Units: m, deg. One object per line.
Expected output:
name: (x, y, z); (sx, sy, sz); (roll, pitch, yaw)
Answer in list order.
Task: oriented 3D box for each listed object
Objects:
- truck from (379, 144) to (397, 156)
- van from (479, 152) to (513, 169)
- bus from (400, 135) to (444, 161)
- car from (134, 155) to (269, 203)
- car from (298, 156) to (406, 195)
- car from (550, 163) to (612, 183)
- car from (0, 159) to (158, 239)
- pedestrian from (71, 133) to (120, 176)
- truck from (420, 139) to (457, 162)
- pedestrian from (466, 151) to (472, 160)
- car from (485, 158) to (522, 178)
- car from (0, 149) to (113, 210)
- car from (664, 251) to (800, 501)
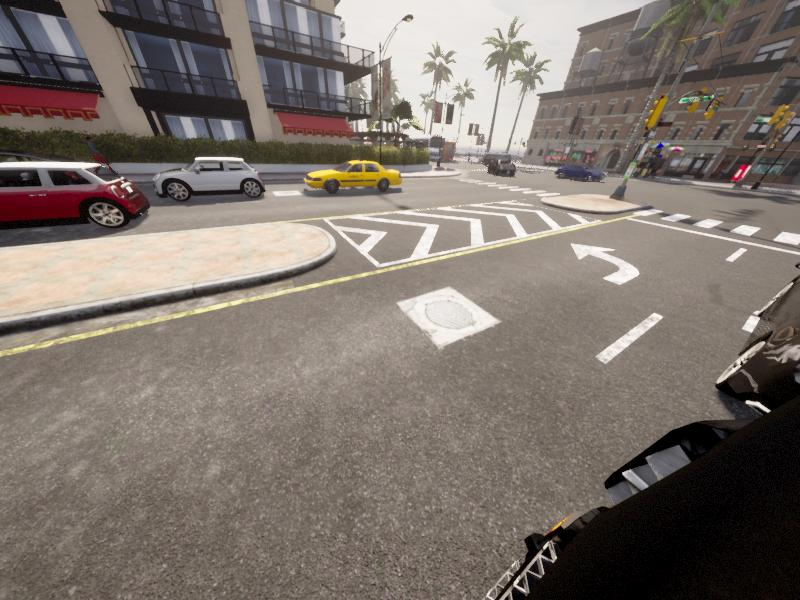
truck: (-3.586, -43.414, 66.817); (2.627, 2.467, 5.204); (-22, 41, -32)
van: (14.866, -21.699, 35.981); (1.775, 1.987, 4.442); (-16, 38, -26)
bus: (4.483, -32.832, 49.894); (3.944, 4.253, 10.273); (-16, 38, -26)
car: (-8.045, -5.240, 9.882); (3.806, 1.475, 1.970); (-16, 38, -26)
car: (-2.468, -6.912, 12.738); (5.366, 1.575, 1.801); (-16, 38, -26)
car: (18.999, -13.518, 24.468); (1.812, 1.442, 4.674); (-16, 38, -26)
car: (-9.272, -2.632, 5.861); (3.806, 1.475, 1.970); (-16, 38, -26)
pedestrian: (-16.267, -7.782, 12.409); (0.751, 1.860, 0.751); (-17, 38, -27)
truck: (8.174, -32.986, 50.802); (2.891, 3.827, 8.468); (-16, 38, -26)
pedestrian: (16.710, -34.834, 55.698); (0.751, 1.860, 0.751); (-14, 37, -24)
car: (11.062, -14.416, 25.132); (2.007, 1.525, 4.514); (3, 34, 0)
car: (-12.714, -3.908, 7.446); (3.705, 1.549, 1.789); (-16, 38, -26)
car: (5.408, 0.458, 2.309); (4.902, 1.511, 2.128); (-16, 38, -26)
